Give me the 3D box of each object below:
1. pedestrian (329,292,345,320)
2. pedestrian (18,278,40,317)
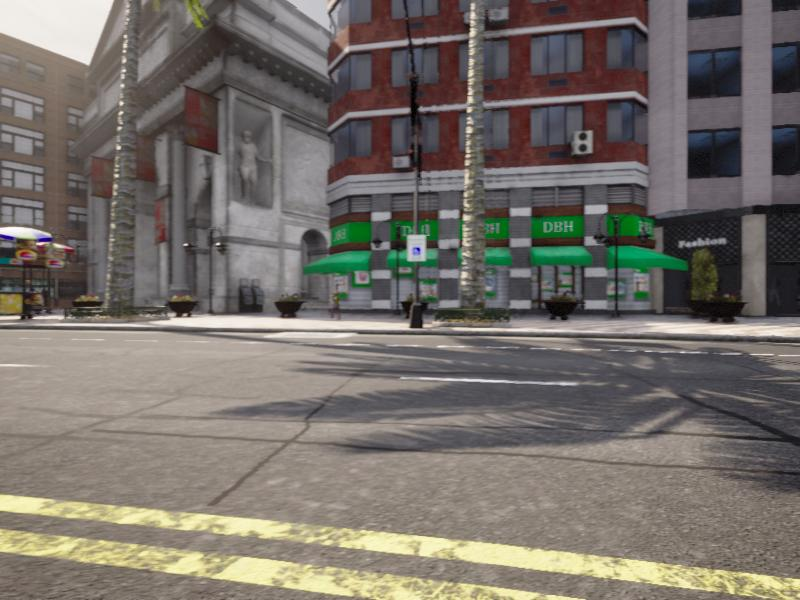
[{"bbox_3d":[-2.518,0.245,15.978,0.500,1.100,0.500,0,0,11],"label":"pedestrian"},{"bbox_3d":[-18.249,-0.136,19.699,0.751,1.860,0.751,0,0,-39],"label":"pedestrian"}]
